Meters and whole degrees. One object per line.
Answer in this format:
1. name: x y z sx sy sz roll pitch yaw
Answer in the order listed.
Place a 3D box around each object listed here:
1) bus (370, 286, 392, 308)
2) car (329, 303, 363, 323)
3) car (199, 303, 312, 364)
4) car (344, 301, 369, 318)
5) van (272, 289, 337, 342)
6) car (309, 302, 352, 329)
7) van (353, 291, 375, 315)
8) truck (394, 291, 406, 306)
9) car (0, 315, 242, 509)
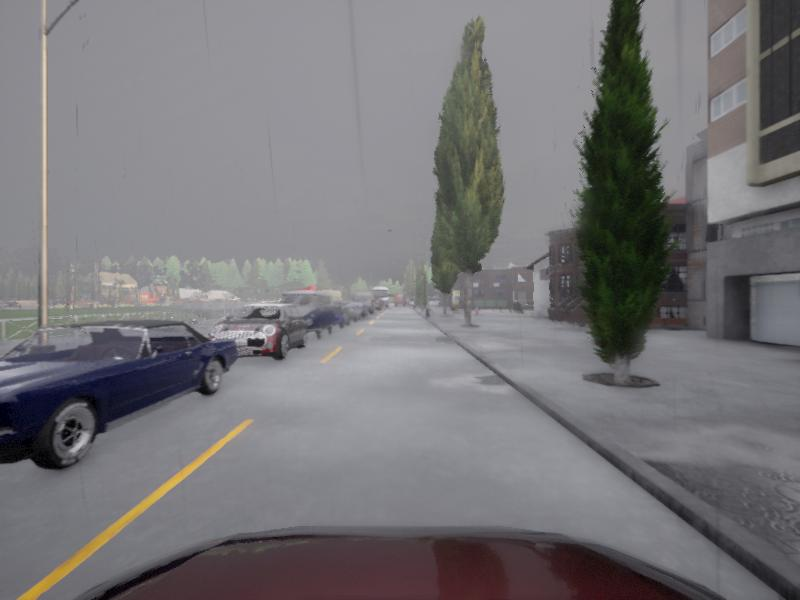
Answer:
1. bus: -3.838 -0.563 83.606 3.944 4.253 10.273 0 0 0
2. car: -3.985 0.935 30.279 1.895 1.301 4.718 0 0 0
3. car: -3.996 0.850 11.803 1.970 1.475 3.806 0 0 0
4. car: -3.982 0.859 37.248 1.812 1.442 4.674 0 0 0
5. van: -3.990 0.594 17.418 1.775 1.987 4.442 0 0 0
6. car: -3.987 0.848 23.734 1.816 1.474 4.193 0 0 0
7. van: -3.983 0.306 45.121 1.988 2.561 5.915 0 1 0
8. truck: 0.055 -0.354 102.237 2.891 3.827 8.468 0 0 0
9. car: -3.997 0.942 5.355 1.895 1.301 4.718 0 0 0
